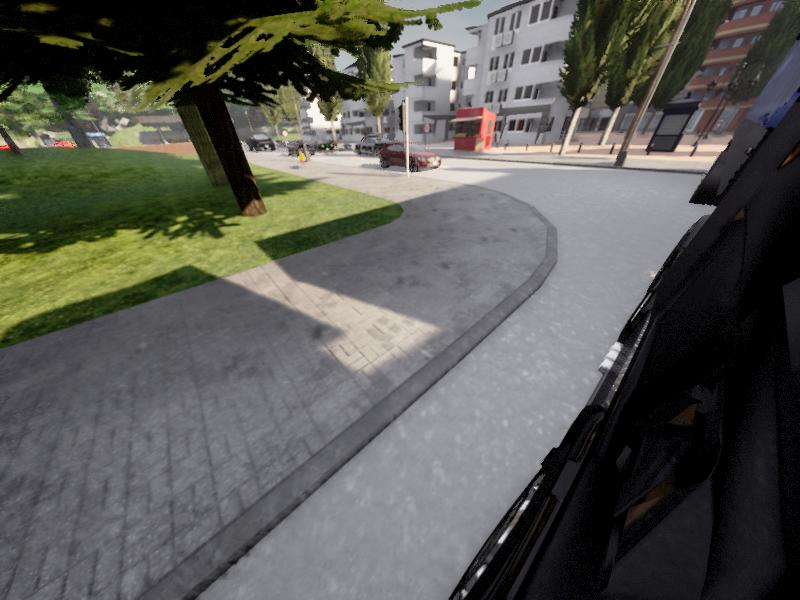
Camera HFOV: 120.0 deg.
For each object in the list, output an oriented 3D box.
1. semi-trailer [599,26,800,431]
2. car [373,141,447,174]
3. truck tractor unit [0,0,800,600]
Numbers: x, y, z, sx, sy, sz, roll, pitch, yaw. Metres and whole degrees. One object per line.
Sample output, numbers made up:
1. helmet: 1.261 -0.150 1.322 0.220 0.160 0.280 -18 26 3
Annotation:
1. semi-trailer: 8.619 -3.658 4.304 14.254 4.402 2.717 -29 44 -31
2. car: 0.468 -9.020 14.445 1.812 1.442 4.674 -29 44 -30
3. truck tractor unit: 2.645 -0.295 0.351 6.516 4.208 3.053 -28 44 -30
